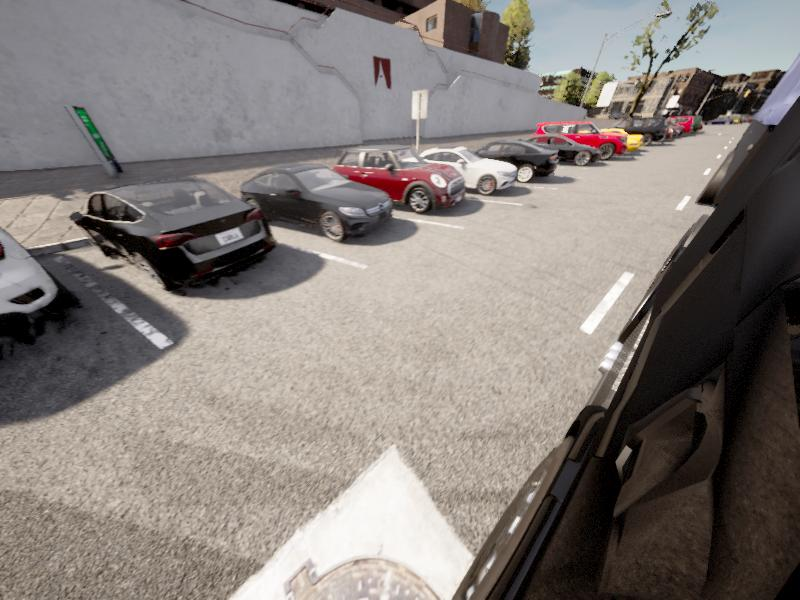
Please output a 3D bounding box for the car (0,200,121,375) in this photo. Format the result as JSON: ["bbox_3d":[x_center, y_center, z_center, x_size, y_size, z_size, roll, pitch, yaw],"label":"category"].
[{"bbox_3d":[-7.071,-0.633,3.047,5.566,2.045,2.435,17,41,25],"label":"car"}]

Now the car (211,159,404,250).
[{"bbox_3d":[-2.442,-2.819,6.234,4.674,1.452,2.002,17,41,25],"label":"car"}]

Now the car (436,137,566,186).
[{"bbox_3d":[4.443,-6.509,10.705,5.008,1.535,2.097,17,41,25],"label":"car"}]

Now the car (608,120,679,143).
[{"bbox_3d":[25.106,-17.577,24.137,4.553,1.767,2.185,17,41,25],"label":"car"}]

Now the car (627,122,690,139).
[{"bbox_3d":[31.941,-21.093,28.784,4.792,1.488,2.163,17,41,25],"label":"car"}]

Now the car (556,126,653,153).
[{"bbox_3d":[15.746,-12.677,18.280,5.366,1.575,1.946,17,41,25],"label":"car"}]

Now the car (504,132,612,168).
[{"bbox_3d":[9.055,-8.933,13.714,4.792,1.488,2.163,17,41,25],"label":"car"}]

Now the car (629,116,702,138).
[{"bbox_3d":[34.229,-22.526,30.130,5.566,2.045,2.435,17,41,25],"label":"car"}]

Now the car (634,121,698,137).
[{"bbox_3d":[36.399,-23.574,31.856,5.366,1.575,1.946,18,41,25],"label":"car"}]

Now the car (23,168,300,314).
[{"bbox_3d":[-4.770,-1.617,4.722,4.792,1.488,2.163,17,41,25],"label":"car"}]

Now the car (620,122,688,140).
[{"bbox_3d":[29.670,-19.907,27.253,4.892,1.521,2.231,17,40,25],"label":"car"}]

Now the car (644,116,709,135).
[{"bbox_3d":[41.135,-26.136,34.659,5.566,2.045,2.435,18,41,25],"label":"car"}]

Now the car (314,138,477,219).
[{"bbox_3d":[-0.180,-4.179,7.648,4.553,1.767,2.185,17,41,25],"label":"car"}]

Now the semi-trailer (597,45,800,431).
[{"bbox_3d":[8.703,-3.586,4.247,14.254,4.402,2.717,-28,44,-30],"label":"semi-trailer"}]

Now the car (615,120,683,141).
[{"bbox_3d":[27.349,-18.808,25.678,4.553,1.767,2.185,17,41,25],"label":"car"}]

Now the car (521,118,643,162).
[{"bbox_3d":[11.340,-10.382,15.048,5.566,2.045,2.435,17,41,25],"label":"car"}]

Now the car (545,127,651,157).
[{"bbox_3d":[13.779,-11.361,16.627,5.366,1.575,1.946,17,41,25],"label":"car"}]

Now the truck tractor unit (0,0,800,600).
[{"bbox_3d":[2.645,-0.295,0.351,6.516,4.208,3.053,-28,44,-30],"label":"truck tractor unit"}]

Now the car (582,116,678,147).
[{"bbox_3d":[20.459,-15.266,21.071,5.566,2.045,2.435,17,41,25],"label":"car"}]

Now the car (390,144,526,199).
[{"bbox_3d":[2.145,-5.259,9.236,4.674,1.452,2.002,17,41,25],"label":"car"}]

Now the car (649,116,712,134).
[{"bbox_3d":[43.502,-27.325,36.146,5.566,2.045,2.435,18,40,25],"label":"car"}]
